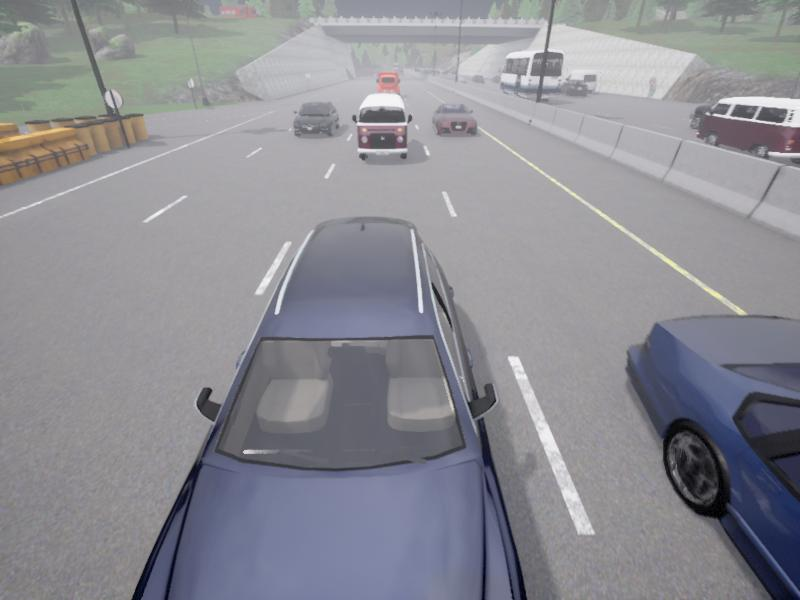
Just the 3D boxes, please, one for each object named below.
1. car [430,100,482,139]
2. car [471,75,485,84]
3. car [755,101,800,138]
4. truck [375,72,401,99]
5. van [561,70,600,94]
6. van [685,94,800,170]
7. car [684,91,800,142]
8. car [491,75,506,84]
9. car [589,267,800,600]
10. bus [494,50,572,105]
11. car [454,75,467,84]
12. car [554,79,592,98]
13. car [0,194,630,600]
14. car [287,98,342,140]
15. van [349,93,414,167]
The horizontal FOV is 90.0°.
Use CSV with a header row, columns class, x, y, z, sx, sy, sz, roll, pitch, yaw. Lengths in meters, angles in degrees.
class,x,y,z,sx,sy,sz,roll,pitch,yaw
car,2.753,-9.374,20.646,1.994,1.385,4.181,-1,30,-1
car,15.470,-43.729,79.207,1.816,1.474,4.193,-1,30,-1
car,20.282,-8.690,19.386,1.812,1.442,4.674,-1,30,-1
truck,-1.255,-23.372,43.478,2.627,2.467,5.204,-1,30,-1
van,23.080,-28.065,51.394,1.988,2.561,5.915,-1,31,-1
van,13.381,-6.362,14.824,2.069,2.038,4.480,-1,30,-1
car,16.774,-9.183,19.803,1.932,1.855,4.605,-1,30,-1
car,19.009,-42.715,77.473,1.816,1.474,4.193,-1,30,-1
car,3.165,1.655,1.783,2.033,1.411,5.357,-1,30,-1
bus,12.697,-22.275,39.827,3.944,4.253,10.273,-1,31,-1
car,11.958,-44.001,79.708,1.812,1.442,4.674,-1,30,-1
car,19.703,-24.282,45.796,2.242,1.667,4.611,-1,31,-1
car,-0.361,0.603,3.352,2.033,1.649,4.856,-1,30,-1
car,-4.248,-9.427,20.619,1.837,1.490,4.892,-1,30,-1
van,-0.634,-6.634,15.303,2.069,2.038,4.480,-1,30,-1
